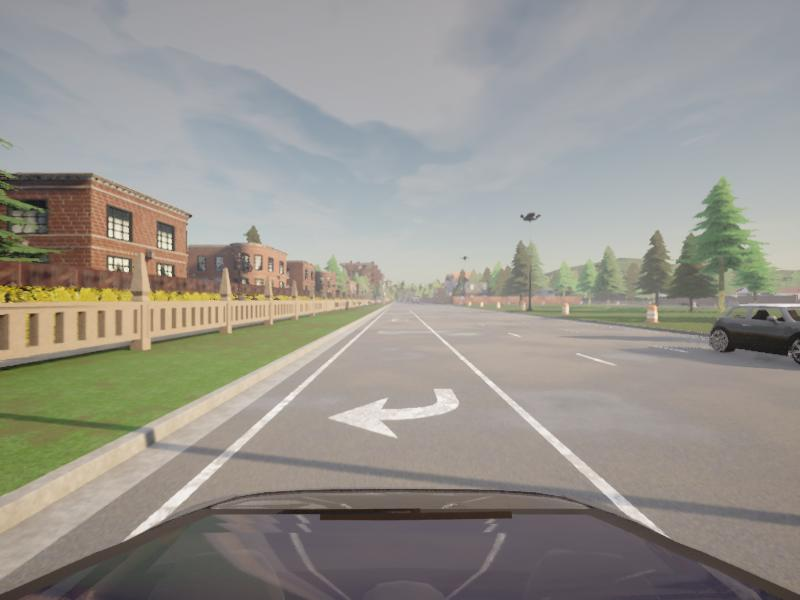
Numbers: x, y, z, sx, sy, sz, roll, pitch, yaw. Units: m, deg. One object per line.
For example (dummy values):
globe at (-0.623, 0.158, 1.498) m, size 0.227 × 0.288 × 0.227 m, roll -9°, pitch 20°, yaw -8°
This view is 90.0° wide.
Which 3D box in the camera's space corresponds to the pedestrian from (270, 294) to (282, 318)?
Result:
pedestrian at (-9.827, 0.452, 31.750) m, size 0.751 × 1.860 × 0.751 m, roll 0°, pitch 0°, yaw -2°

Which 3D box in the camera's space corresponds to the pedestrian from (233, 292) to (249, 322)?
pedestrian at (-10.086, 0.458, 25.419) m, size 0.751 × 1.860 × 0.751 m, roll 0°, pitch 0°, yaw -2°

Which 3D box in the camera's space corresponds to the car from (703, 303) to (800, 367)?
car at (10.450, 0.842, 10.580) m, size 1.970 × 1.475 × 3.806 m, roll 0°, pitch 0°, yaw -1°

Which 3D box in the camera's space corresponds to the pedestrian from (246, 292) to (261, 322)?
pedestrian at (-9.250, 0.458, 25.321) m, size 0.751 × 1.860 × 0.751 m, roll 0°, pitch 0°, yaw -5°
